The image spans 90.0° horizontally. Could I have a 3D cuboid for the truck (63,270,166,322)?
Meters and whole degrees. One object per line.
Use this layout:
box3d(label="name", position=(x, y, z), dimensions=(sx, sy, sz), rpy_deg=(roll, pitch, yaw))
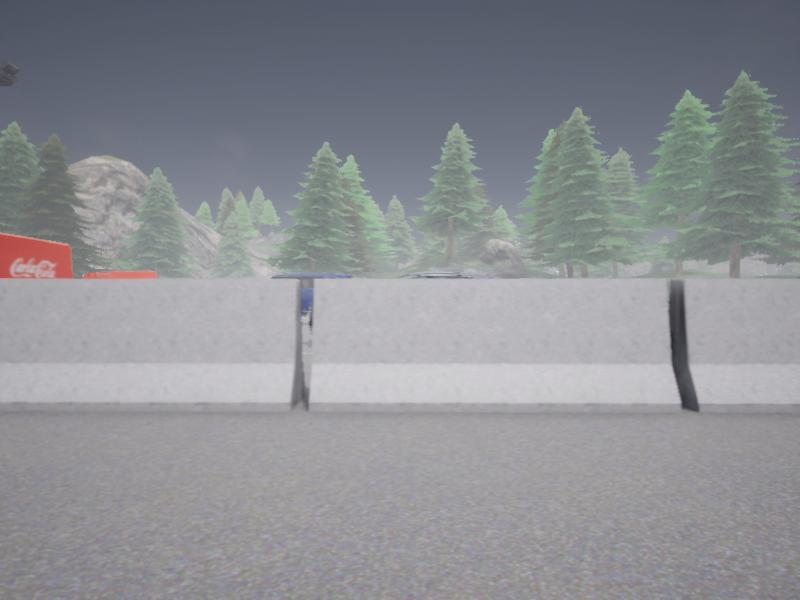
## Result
box3d(label="truck", position=(-15.474, -0.245, 21.618), dimensions=(5.204, 2.467, 2.627), rpy_deg=(-1, 3, 32))

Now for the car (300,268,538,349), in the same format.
box3d(label="car", position=(0.390, 0.178, 9.199), dimensions=(4.856, 1.649, 2.033), rpy_deg=(0, 0, 0))

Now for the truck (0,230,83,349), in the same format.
box3d(label="truck", position=(-10.935, -0.236, 9.190), dimensions=(5.204, 2.467, 2.627), rpy_deg=(0, 0, 0))

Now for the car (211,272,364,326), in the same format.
box3d(label="car", position=(-4.361, -0.030, 16.200), dimensions=(5.566, 2.045, 2.150), rpy_deg=(0, 0, 0))

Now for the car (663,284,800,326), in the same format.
box3d(label="car", position=(13.928, 0.198, 16.191), dimensions=(5.366, 1.575, 1.801), rpy_deg=(0, 0, 0))

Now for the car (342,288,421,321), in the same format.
box3d(label="car", position=(-0.857, 0.216, 19.702), dimensions=(3.705, 1.549, 1.789), rpy_deg=(0, 0, 0))

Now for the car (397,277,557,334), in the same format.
box3d(label="car", position=(2.229, 0.156, 12.698), dimensions=(4.611, 1.667, 2.242), rpy_deg=(0, 0, 0))
